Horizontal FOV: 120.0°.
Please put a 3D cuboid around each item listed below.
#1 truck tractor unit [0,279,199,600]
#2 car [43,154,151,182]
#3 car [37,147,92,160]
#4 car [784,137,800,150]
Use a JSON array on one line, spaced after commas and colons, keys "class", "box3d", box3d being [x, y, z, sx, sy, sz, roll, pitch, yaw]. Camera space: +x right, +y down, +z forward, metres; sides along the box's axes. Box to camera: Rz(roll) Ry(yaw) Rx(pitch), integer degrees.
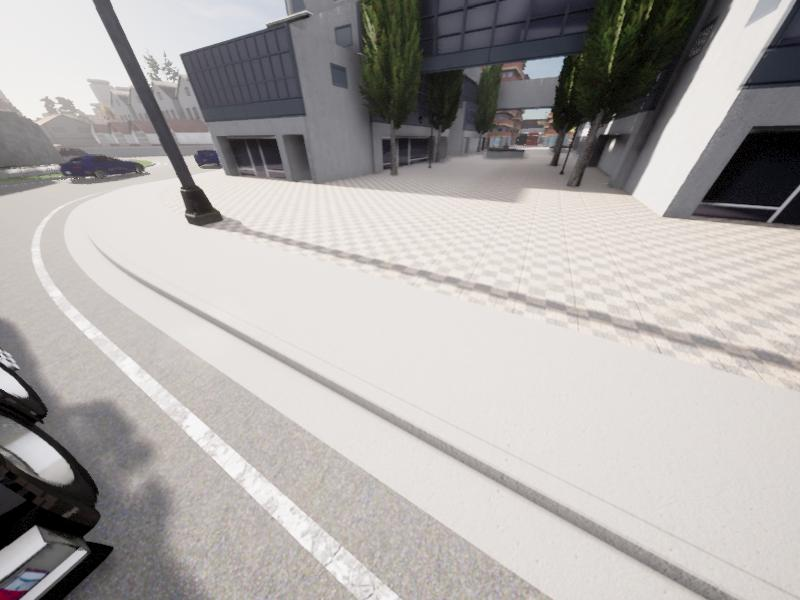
[{"class": "truck tractor unit", "box3d": [-5.134, -0.278, 0.739, 6.516, 4.208, 3.053, 17, 38, 23]}, {"class": "car", "box3d": [-22.059, -9.941, 17.201, 1.812, 1.442, 4.674, 1, 35, 2]}, {"class": "car", "box3d": [-50.732, -22.218, 35.052, 4.193, 1.474, 1.816, -12, 37, -17]}, {"class": "car", "box3d": [54.758, -20.543, 30.424, 2.033, 1.411, 5.357, 17, 39, 23]}]
